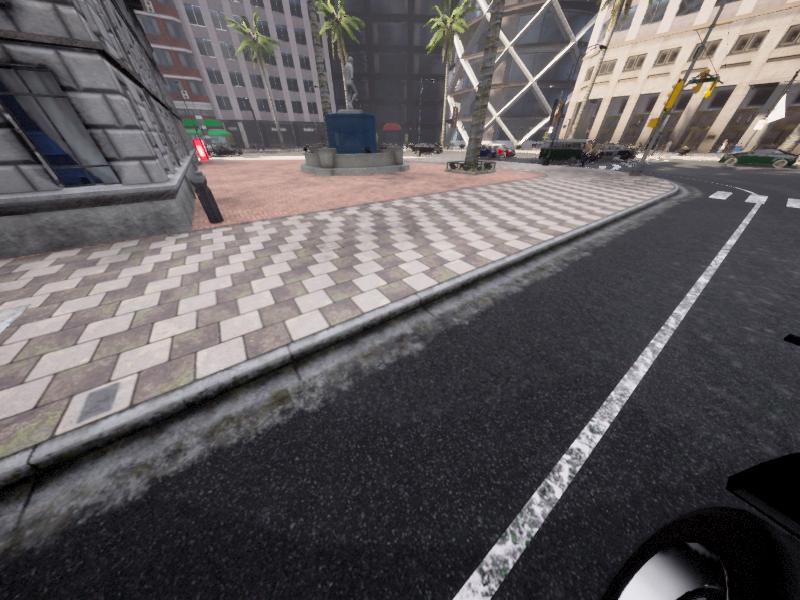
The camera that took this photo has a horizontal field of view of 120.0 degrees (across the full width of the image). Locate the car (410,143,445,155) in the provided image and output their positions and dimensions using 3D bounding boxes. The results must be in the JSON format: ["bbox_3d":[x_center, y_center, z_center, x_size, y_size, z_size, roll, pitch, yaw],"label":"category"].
[{"bbox_3d":[4.298,-23.554,36.012,4.902,1.511,2.128,15,38,20],"label":"car"}]

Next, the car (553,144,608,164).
[{"bbox_3d":[19.130,-15.724,24.711,1.851,1.617,3.988,-23,41,-29],"label":"car"}]

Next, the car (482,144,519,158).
[{"bbox_3d":[13.245,-19.794,30.642,3.806,1.475,1.970,29,45,35],"label":"car"}]

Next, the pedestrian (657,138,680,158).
[{"bbox_3d":[31.146,-17.670,26.863,0.751,1.860,0.751,-1,35,-1],"label":"pedestrian"}]

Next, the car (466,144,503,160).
[{"bbox_3d":[10.507,-18.594,28.913,3.633,1.501,1.845,28,44,34],"label":"car"}]

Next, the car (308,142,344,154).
[{"bbox_3d":[-12.335,-25.435,38.685,5.238,1.638,1.930,-2,35,-3],"label":"car"}]

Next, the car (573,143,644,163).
[{"bbox_3d":[22.830,-16.373,25.576,1.930,1.638,5.238,-22,41,-28],"label":"car"}]

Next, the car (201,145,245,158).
[{"bbox_3d":[-25.624,-21.728,33.686,4.674,1.442,1.812,-14,37,-18],"label":"car"}]

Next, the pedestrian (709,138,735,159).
[{"bbox_3d":[35.658,-16.817,25.621,0.751,1.860,0.751,18,39,24],"label":"pedestrian"}]

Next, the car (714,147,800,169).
[{"bbox_3d":[31.555,-12.579,20.366,1.994,1.385,4.181,-22,41,-28],"label":"car"}]

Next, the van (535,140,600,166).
[{"bbox_3d":[16.355,-14.605,22.813,1.775,1.987,4.442,-23,41,-29],"label":"van"}]

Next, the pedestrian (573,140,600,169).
[{"bbox_3d":[14.560,-11.389,18.061,0.751,1.860,0.751,-2,35,-2],"label":"pedestrian"}]

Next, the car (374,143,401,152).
[{"bbox_3d":[-2.408,-28.884,43.813,4.718,1.301,1.895,7,36,10],"label":"car"}]
